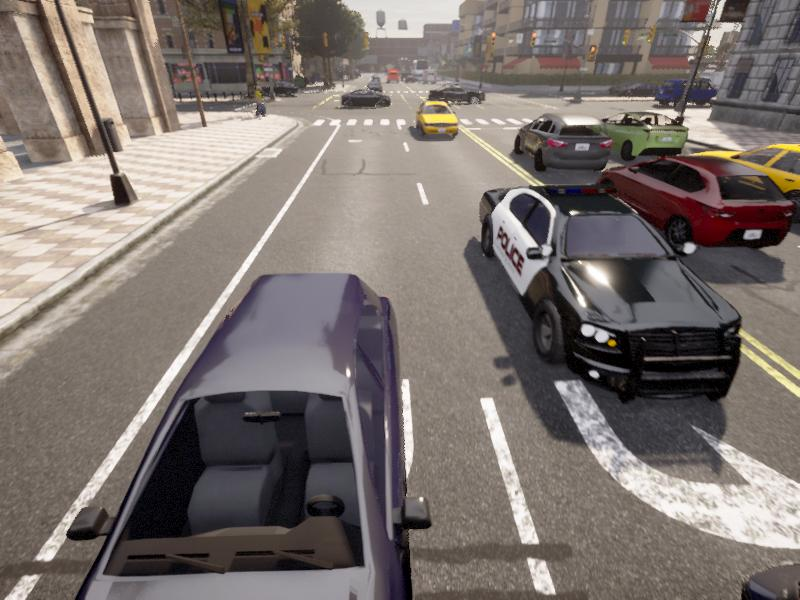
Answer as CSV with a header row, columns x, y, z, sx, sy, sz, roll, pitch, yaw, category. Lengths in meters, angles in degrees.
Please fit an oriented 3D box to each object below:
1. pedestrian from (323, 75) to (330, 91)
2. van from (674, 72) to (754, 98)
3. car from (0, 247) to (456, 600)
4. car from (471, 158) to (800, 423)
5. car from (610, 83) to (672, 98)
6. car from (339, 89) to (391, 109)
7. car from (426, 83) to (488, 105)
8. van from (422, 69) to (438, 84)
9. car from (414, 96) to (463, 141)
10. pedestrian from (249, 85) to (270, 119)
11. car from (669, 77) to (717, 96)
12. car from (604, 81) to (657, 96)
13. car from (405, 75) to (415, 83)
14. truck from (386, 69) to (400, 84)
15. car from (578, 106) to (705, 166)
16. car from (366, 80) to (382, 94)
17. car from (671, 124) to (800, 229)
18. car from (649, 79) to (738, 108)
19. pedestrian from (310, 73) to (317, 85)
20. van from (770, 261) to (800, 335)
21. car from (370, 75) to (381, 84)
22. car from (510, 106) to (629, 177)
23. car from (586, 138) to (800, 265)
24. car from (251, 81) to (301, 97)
x,y,z,sx,sy,sz,roll,pitch,yaw,category
-9.691,-28.662,52.819,0.751,1.860,0.751,-5,31,-9,pedestrian
34.577,-23.755,44.178,6.366,2.431,2.351,-1,30,-2,van
-0.776,1.056,2.701,1.845,1.501,3.633,-1,30,-2,car
2.572,-0.729,5.728,2.038,1.542,4.974,-1,30,-2,car
26.531,-23.141,44.160,5.357,1.411,2.033,-1,30,-2,car
-2.832,-16.719,33.231,4.181,1.385,1.994,-1,30,-2,car
5.133,-18.770,36.461,5.238,1.638,1.930,-1,30,-2,car
5.761,-43.918,78.666,2.351,2.431,6.366,-1,30,-2,van
1.826,-9.501,20.678,1.801,1.575,5.366,-1,30,-2,car
-8.695,-12.247,24.754,0.751,1.860,0.751,0,30,-1,pedestrian
34.621,-25.284,47.343,3.866,1.878,1.905,-1,30,-2,car
27.125,-24.961,47.184,4.792,1.488,2.163,-1,30,-2,car
2.058,-45.671,82.647,1.812,1.442,4.674,-1,30,-2,car
-1.381,-45.399,81.168,2.627,2.467,5.204,-1,30,-2,truck
9.095,-6.533,15.650,2.007,1.525,4.514,-1,30,-2,car
-3.327,-27.674,51.939,1.994,1.385,4.181,-1,30,-2,car
9.406,-3.093,9.714,1.801,1.575,5.366,-1,30,-2,car
24.831,-17.598,34.041,5.566,2.045,2.150,-2,30,-2,car
-15.110,-38.858,70.256,0.751,1.860,0.751,-23,37,-33,pedestrian
6.180,0.455,3.246,1.775,1.987,4.442,-1,30,-2,van
-4.911,-45.248,81.935,2.128,1.511,4.902,-1,30,-2,car
5.650,-5.754,14.177,2.242,1.667,4.611,1,30,1,car
5.960,-2.339,8.534,1.816,1.474,4.193,-1,30,-2,car
-14.106,-24.126,45.764,4.902,1.511,2.128,-1,30,-2,car
